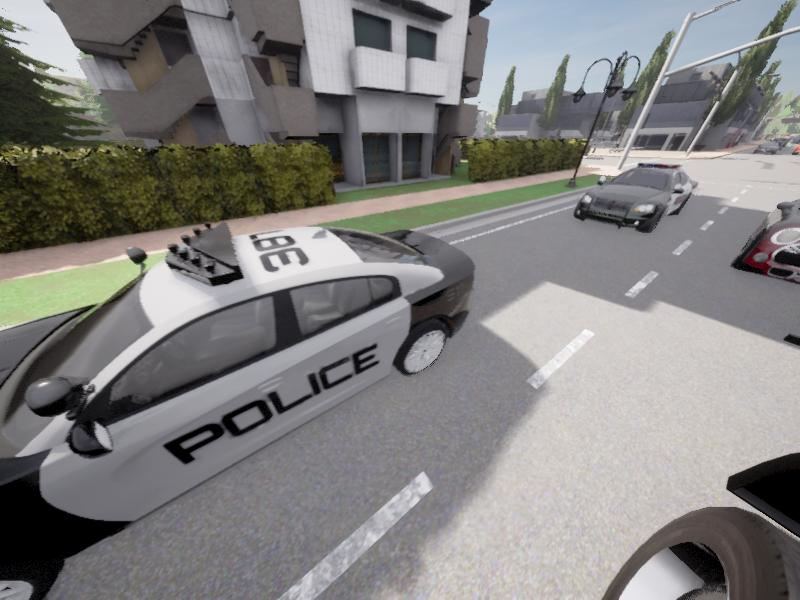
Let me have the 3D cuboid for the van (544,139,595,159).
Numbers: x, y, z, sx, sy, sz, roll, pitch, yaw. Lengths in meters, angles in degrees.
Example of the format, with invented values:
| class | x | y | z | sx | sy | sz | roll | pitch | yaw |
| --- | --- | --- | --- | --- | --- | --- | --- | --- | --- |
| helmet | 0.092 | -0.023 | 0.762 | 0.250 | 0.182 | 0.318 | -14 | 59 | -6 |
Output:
| class | x | y | z | sx | sy | sz | roll | pitch | yaw |
| --- | --- | --- | --- | --- | --- | --- | --- | --- | --- |
| van | 21.163 | -19.034 | 29.017 | 1.775 | 1.987 | 4.442 | -24 | 42 | -30 |

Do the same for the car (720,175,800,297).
| class | x | y | z | sx | sy | sz | roll | pitch | yaw |
| --- | --- | --- | --- | --- | --- | --- | --- | --- | --- |
| car | 8.409 | -1.256 | 4.343 | 3.806 | 1.475 | 1.970 | -22 | 41 | -28 |

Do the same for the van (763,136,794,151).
| class | x | y | z | sx | sy | sz | roll | pitch | yaw |
| --- | --- | --- | --- | --- | --- | --- | --- | --- | --- |
| van | 68.457 | -28.355 | 41.828 | 4.480 | 2.038 | 2.069 | -22 | 41 | -28 |

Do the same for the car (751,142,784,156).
| class | x | y | z | sx | sy | sz | roll | pitch | yaw |
| --- | --- | --- | --- | --- | --- | --- | --- | --- | --- |
| car | 51.247 | -21.118 | 32.208 | 4.674 | 1.442 | 1.812 | -22 | 41 | -28 |

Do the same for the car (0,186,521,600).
| class | x | y | z | sx | sy | sz | roll | pitch | yaw |
| --- | --- | --- | --- | --- | --- | --- | --- | --- | --- |
| car | -1.525 | 0.253 | 2.137 | 5.238 | 1.638 | 1.930 | -22 | 41 | -28 |

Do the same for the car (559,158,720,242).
| class | x | y | z | sx | sy | sz | roll | pitch | yaw |
| --- | --- | --- | --- | --- | --- | --- | --- | --- | --- |
| car | 7.703 | -3.455 | 7.417 | 4.974 | 1.542 | 2.038 | -22 | 41 | -28 |

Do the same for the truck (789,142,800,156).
| class | x | y | z | sx | sy | sz | roll | pitch | yaw |
| --- | --- | --- | --- | --- | --- | --- | --- | --- | --- |
| truck | 53.934 | -20.170 | 29.952 | 5.204 | 2.467 | 2.627 | -22 | 41 | -28 |

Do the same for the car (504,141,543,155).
| class | x | y | z | sx | sy | sz | roll | pitch | yaw |
| --- | --- | --- | --- | --- | --- | --- | --- | --- | --- |
| car | 19.234 | -23.863 | 36.189 | 2.033 | 1.649 | 4.856 | -21 | 40 | -27 |
